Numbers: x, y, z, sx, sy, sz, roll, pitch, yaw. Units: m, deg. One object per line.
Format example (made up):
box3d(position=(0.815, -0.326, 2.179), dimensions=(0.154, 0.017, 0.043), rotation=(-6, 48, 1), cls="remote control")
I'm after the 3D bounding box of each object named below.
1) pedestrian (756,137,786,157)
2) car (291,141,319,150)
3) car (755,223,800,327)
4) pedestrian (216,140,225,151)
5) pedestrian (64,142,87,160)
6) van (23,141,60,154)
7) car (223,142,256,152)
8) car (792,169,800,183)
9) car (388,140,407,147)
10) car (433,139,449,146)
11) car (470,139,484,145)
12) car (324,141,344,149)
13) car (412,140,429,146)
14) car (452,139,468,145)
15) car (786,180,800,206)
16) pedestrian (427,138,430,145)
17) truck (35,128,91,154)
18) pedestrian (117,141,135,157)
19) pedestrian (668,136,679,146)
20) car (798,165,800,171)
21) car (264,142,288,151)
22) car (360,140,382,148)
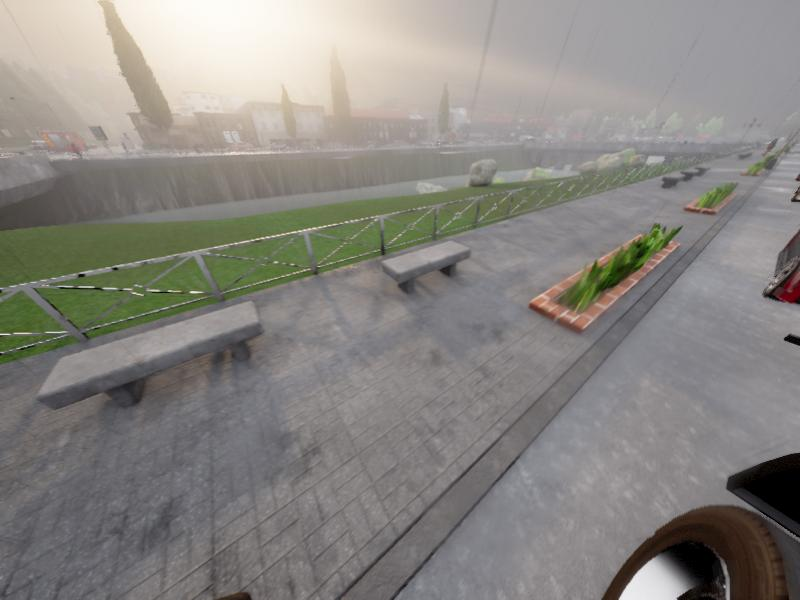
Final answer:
box3d(position=(42.422, -17.486, 26.446), dimensions=(0.751, 1.860, 0.751), rotation=(8, 36, 12), cls="pedestrian")
box3d(position=(-21.483, -34.984, 52.234), dimensions=(5.238, 1.638, 1.930), rotation=(-22, 41, -28), cls="car")
box3d(position=(7.805, -0.600, 3.495), dimensions=(4.181, 1.385, 1.994), rotation=(-22, 41, -28), cls="car")
box3d(position=(-36.038, -31.028, 46.353), dimensions=(0.751, 1.860, 0.751), rotation=(29, 45, 35), cls="pedestrian")
box3d(position=(-40.240, -18.534, 28.699), dimensions=(0.751, 1.860, 0.751), rotation=(-22, 41, -28), cls="pedestrian")
box3d(position=(-69.669, -29.798, 44.990), dimensions=(2.069, 2.038, 4.480), rotation=(-22, 41, -28), cls="van")
box3d(position=(-32.078, -30.644, 46.201), dimensions=(5.027, 1.651, 2.152), rotation=(-22, 41, -28), cls="car")
box3d(position=(24.889, -7.639, 13.173), dimensions=(4.514, 1.525, 2.007), rotation=(-22, 41, -28), cls="car")
box3d(position=(-0.645, -43.499, 64.100), dimensions=(4.856, 1.649, 2.033), rotation=(-22, 41, -28), cls="car")
box3d(position=(12.811, -48.952, 71.795), dimensions=(5.008, 1.535, 1.882), rotation=(-22, 41, -28), cls="car")
box3d(position=(26.610, -54.577, 79.665), dimensions=(4.892, 1.490, 1.837), rotation=(-22, 41, -28), cls="car")
box3d(position=(-15.855, -37.215, 55.486), dimensions=(3.806, 1.475, 1.970), rotation=(-22, 41, -28), cls="car")
box3d(position=(6.021, -46.200, 67.913), dimensions=(4.974, 1.542, 2.038), rotation=(-22, 41, -28), cls="car")
box3d(position=(19.611, -51.773, 75.639), dimensions=(5.238, 1.638, 1.930), rotation=(-22, 41, -28), cls="car")
box3d(position=(17.583, -4.656, 9.015), dimensions=(4.514, 1.525, 2.007), rotation=(-22, 41, -28), cls="car")
box3d(position=(9.442, -52.944, 77.002), dimensions=(0.751, 1.860, 0.751), rotation=(-29, 44, -34), cls="pedestrian")
box3d(position=(-65.501, -31.140, 45.296), dimensions=(2.891, 3.827, 8.468), rotation=(-22, 41, -28), cls="truck")
box3d(position=(-38.220, -21.058, 32.256), dimensions=(0.751, 1.860, 0.751), rotation=(-25, 42, -31), cls="pedestrian")
box3d(position=(61.071, -35.516, 51.579), dimensions=(0.751, 1.860, 0.751), rotation=(-18, 39, -24), cls="pedestrian")
box3d(position=(32.256, -10.626, 17.380), dimensions=(4.193, 1.474, 1.816), rotation=(-22, 41, -28), cls="car")
box3d(position=(-26.502, -32.864, 49.420), dimensions=(3.806, 1.475, 1.970), rotation=(-22, 41, -28), cls="car")
box3d(position=(-7.538, -40.680, 60.176), dimensions=(5.238, 1.638, 1.930), rotation=(-22, 41, -28), cls="car")
